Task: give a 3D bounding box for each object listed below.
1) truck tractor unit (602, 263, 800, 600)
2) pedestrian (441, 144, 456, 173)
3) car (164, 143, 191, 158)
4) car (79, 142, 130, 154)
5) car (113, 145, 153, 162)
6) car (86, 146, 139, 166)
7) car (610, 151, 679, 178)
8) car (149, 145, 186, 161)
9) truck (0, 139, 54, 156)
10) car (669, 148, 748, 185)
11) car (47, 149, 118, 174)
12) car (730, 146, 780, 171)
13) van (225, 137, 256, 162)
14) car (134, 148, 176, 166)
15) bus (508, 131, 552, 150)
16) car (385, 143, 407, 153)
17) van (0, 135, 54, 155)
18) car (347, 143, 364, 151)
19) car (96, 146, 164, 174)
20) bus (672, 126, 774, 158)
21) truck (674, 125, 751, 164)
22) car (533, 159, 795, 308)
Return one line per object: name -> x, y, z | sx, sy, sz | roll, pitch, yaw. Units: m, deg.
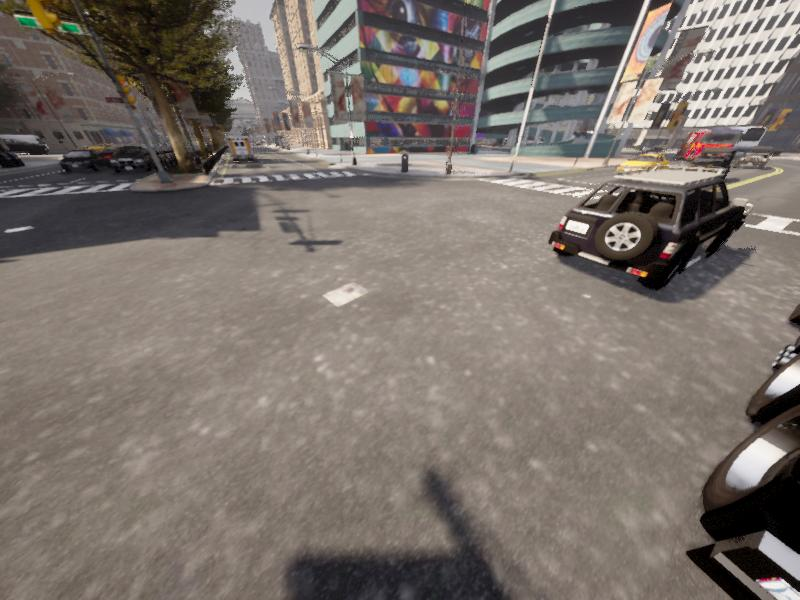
truck tractor unit -> 5.109, -0.303, 0.785 | 6.516, 4.208, 3.053 | -18, 39, -24
pedestrian -> 3.716, -10.886, 17.750 | 0.751, 1.860, 0.751 | 19, 39, 25
car -> -32.575, -21.968, 33.898 | 1.851, 1.617, 3.988 | -18, 39, -25
car -> -51.797, -26.741, 40.614 | 1.801, 1.575, 5.366 | 27, 43, 32
car -> -32.863, -18.203, 28.581 | 1.837, 1.490, 4.892 | -19, 39, -25
car -> -29.545, -14.983, 23.953 | 2.007, 1.525, 4.514 | -18, 39, -25
car -> 19.424, -10.808, 18.332 | 5.366, 1.575, 1.801 | -18, 39, -25
car -> -29.232, -18.640, 29.225 | 2.128, 1.511, 4.902 | -18, 39, -25
truck -> -57.020, -22.438, 33.928 | 6.274, 2.098, 2.390 | -19, 39, -25
car -> 20.647, -9.033, 15.517 | 3.866, 1.878, 1.905 | -19, 39, -25
car -> -26.159, -11.668, 19.288 | 1.812, 1.442, 4.674 | -18, 39, -24
car -> 35.139, -14.051, 22.856 | 3.866, 1.878, 1.905 | -23, 41, -29
van -> -20.496, -19.499, 29.734 | 2.351, 2.431, 6.366 | -18, 39, -25
car -> -25.878, -15.278, 24.547 | 1.994, 1.385, 4.181 | -18, 39, -25
bus -> 38.015, -47.034, 68.228 | 3.944, 4.253, 10.273 | -18, 39, -25
car -> -0.815, -30.414, 46.193 | 2.128, 1.511, 4.902 | -18, 39, -25
van -> -59.776, -24.059, 35.852 | 5.915, 2.561, 1.988 | -19, 39, -26
car -> -10.216, -34.949, 52.700 | 2.161, 1.482, 4.786 | -18, 39, -25
car -> -22.228, -11.815, 19.335 | 2.242, 1.667, 4.611 | -18, 39, -24
bus -> 57.399, -28.581, 41.867 | 3.944, 4.253, 10.273 | 4, 35, 5
truck -> 40.530, -20.548, 30.552 | 2.891, 3.827, 8.468 | 21, 40, 27
car -> 5.509, -1.775, 4.967 | 4.605, 1.855, 1.932 | -18, 39, -24
